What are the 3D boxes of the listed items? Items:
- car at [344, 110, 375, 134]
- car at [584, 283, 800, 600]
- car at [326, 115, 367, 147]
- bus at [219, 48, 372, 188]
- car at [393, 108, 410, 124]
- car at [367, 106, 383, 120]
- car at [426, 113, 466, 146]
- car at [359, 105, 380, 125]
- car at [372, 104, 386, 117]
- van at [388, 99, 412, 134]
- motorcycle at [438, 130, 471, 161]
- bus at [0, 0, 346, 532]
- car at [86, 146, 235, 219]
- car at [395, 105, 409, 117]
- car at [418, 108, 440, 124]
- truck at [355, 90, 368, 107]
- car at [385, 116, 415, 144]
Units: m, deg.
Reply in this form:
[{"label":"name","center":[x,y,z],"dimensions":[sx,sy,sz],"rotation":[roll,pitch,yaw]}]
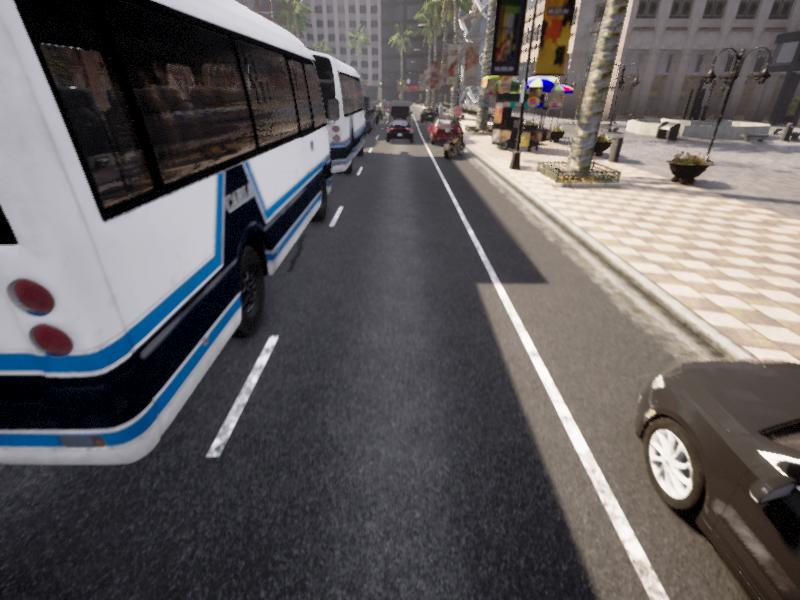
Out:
[{"label":"car","center":[-3.477,-15.791,35.435],"dimensions":[2.152,1.651,5.027],"rotation":[1,27,1]},{"label":"car","center":[3.092,1.647,1.762],"dimensions":[2.231,1.521,4.892],"rotation":[0,27,0]},{"label":"car","center":[-3.518,-11.643,27.385],"dimensions":[2.152,1.651,5.027],"rotation":[0,27,0]},{"label":"bus","center":[-3.623,-8.240,17.909],"dimensions":[3.944,4.253,10.273],"rotation":[0,27,0]},{"label":"car","center":[0.174,-21.418,46.549],"dimensions":[1.970,1.475,3.806],"rotation":[1,27,0]},{"label":"car","center":[-3.248,-24.962,53.366],"dimensions":[1.837,1.490,4.892],"rotation":[1,27,0]},{"label":"car","center":[3.083,-11.922,27.815],"dimensions":[2.185,1.767,4.553],"rotation":[0,27,0]},{"label":"car","center":[-3.347,-20.675,44.624],"dimensions":[1.932,1.855,4.605],"rotation":[1,27,0]},{"label":"car","center":[-3.163,-28.858,60.879],"dimensions":[1.801,1.575,5.366],"rotation":[1,27,0]},{"label":"van","center":[0.047,-16.821,36.471],"dimensions":[1.988,2.561,5.915],"rotation":[1,27,1]},{"label":"motorcycle","center":[2.935,-8.301,21.406],"dimensions":[0.764,1.277,2.356],"rotation":[15,31,26]},{"label":"bus","center":[-3.614,-2.452,6.679],"dimensions":[3.944,4.253,10.273],"rotation":[0,27,0]},{"label":"car","center":[-7.001,-3.771,12.348],"dimensions":[1.994,1.385,4.181],"rotation":[0,27,0]},{"label":"car","center":[0.339,-28.877,61.062],"dimensions":[2.128,1.511,4.902],"rotation":[1,27,0]},{"label":"car","center":[3.374,-21.843,47.408],"dimensions":[2.163,1.488,4.792],"rotation":[0,27,0]},{"label":"truck","center":[-10.017,-52.259,103.715],"dimensions":[2.891,3.827,8.468],"rotation":[-3,27,-6]},{"label":"car","center":[-0.005,-12.399,28.988],"dimensions":[2.038,1.542,4.974],"rotation":[0,27,0]}]
